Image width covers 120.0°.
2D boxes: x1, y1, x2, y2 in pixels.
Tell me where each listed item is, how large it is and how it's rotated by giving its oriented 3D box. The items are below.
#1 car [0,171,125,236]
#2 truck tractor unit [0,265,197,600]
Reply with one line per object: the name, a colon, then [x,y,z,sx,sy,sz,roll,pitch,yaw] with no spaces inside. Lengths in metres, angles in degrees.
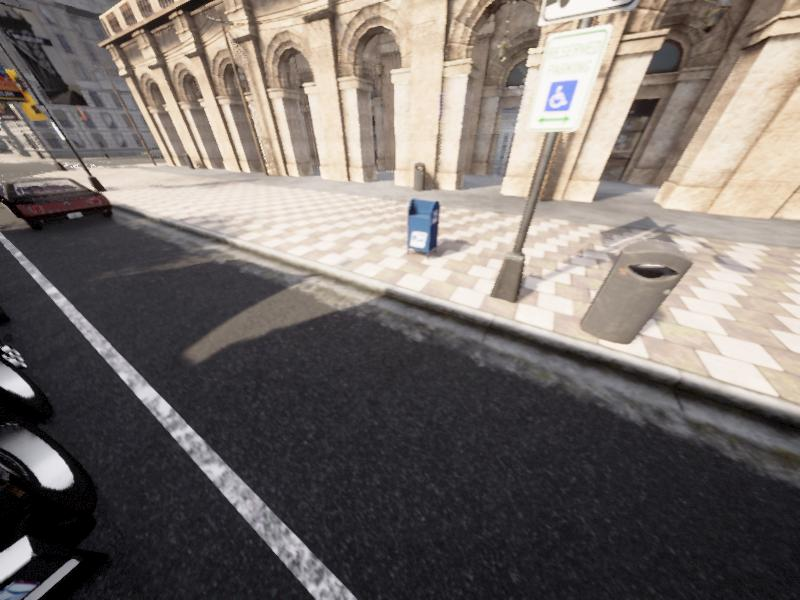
car: [-12.297,-3.564,8.120,4.718,1.301,1.895,18,39,24]
truck tractor unit: [-5.119,-0.291,0.779,6.516,4.208,3.053,18,39,24]
